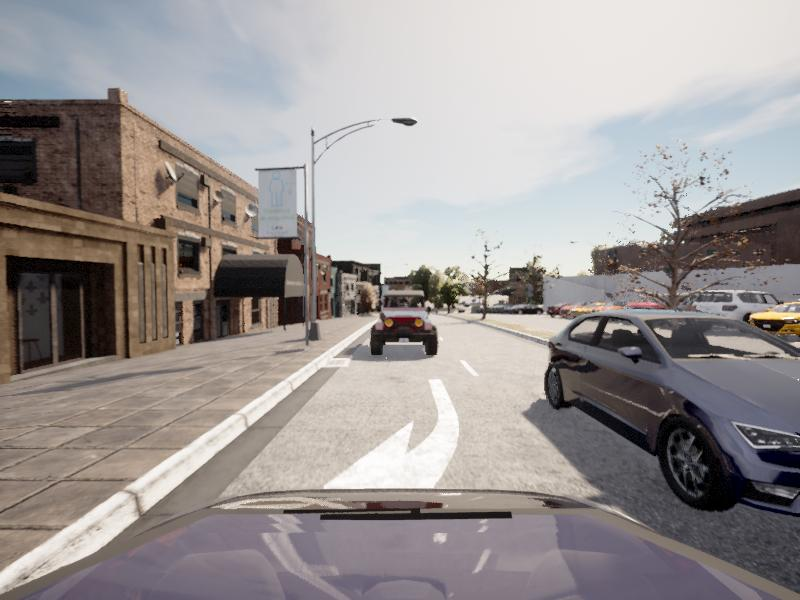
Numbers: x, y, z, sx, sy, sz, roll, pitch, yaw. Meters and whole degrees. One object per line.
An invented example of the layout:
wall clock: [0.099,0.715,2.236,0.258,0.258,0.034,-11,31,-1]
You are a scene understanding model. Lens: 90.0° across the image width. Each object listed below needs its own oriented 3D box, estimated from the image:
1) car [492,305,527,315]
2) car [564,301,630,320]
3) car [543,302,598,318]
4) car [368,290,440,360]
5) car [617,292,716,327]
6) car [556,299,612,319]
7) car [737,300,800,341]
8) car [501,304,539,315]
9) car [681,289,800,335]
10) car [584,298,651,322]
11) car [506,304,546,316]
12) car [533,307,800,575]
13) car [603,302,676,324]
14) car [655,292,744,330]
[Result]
car: [17.638,1.595,64.487,4.892,1.521,2.231,1,-2,-18]
car: [17.133,0.928,34.728,5.366,1.575,1.946,1,-1,-19]
car: [17.358,1.022,40.748,5.008,1.535,2.097,1,-1,-19]
car: [0.130,0.627,12.593,1.905,1.878,3.866,0,1,1]
car: [17.194,0.598,25.855,5.566,2.045,2.435,1,0,-19]
car: [17.369,0.850,37.782,4.553,1.767,2.185,1,-1,-19]
car: [17.132,0.818,16.938,5.008,1.535,2.097,1,0,-19]
car: [17.552,1.423,58.577,5.008,1.535,2.097,1,-1,-19]
car: [17.184,0.571,19.929,5.566,2.045,2.435,1,0,-19]
car: [17.307,0.776,31.831,4.553,1.767,2.185,1,-1,-19]
car: [17.519,1.342,55.616,5.008,1.535,2.097,1,-1,-19]
car: [3.053,0.849,4.402,1.816,1.474,4.193,0,0,1]
car: [17.249,0.911,28.845,4.674,1.452,2.002,1,0,-19]
car: [17.081,0.606,22.853,4.442,1.987,1.878,1,0,-19]
